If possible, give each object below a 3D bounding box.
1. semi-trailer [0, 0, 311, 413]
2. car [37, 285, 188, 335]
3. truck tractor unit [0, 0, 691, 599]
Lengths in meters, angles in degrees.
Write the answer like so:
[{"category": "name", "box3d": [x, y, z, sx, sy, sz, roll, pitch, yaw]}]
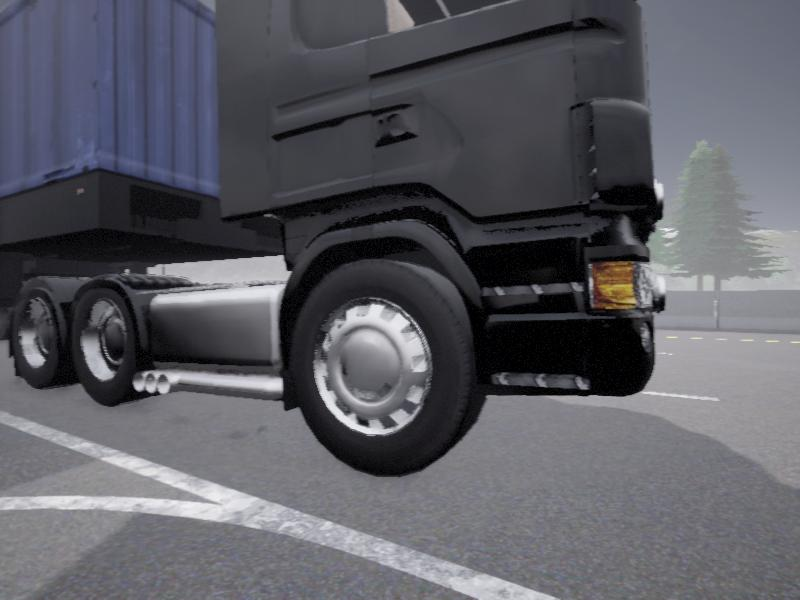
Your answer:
[{"category": "semi-trailer", "box3d": [-8.183, -1.288, 7.918, 14.254, 4.402, 2.717, 0, 0, 28]}, {"category": "car", "box3d": [-8.899, 0.244, 12.311, 4.718, 1.301, 1.895, 0, 0, 28]}, {"category": "truck tractor unit", "box3d": [-1.220, -1.164, 4.152, 6.516, 4.208, 3.053, 0, 0, 28]}]
